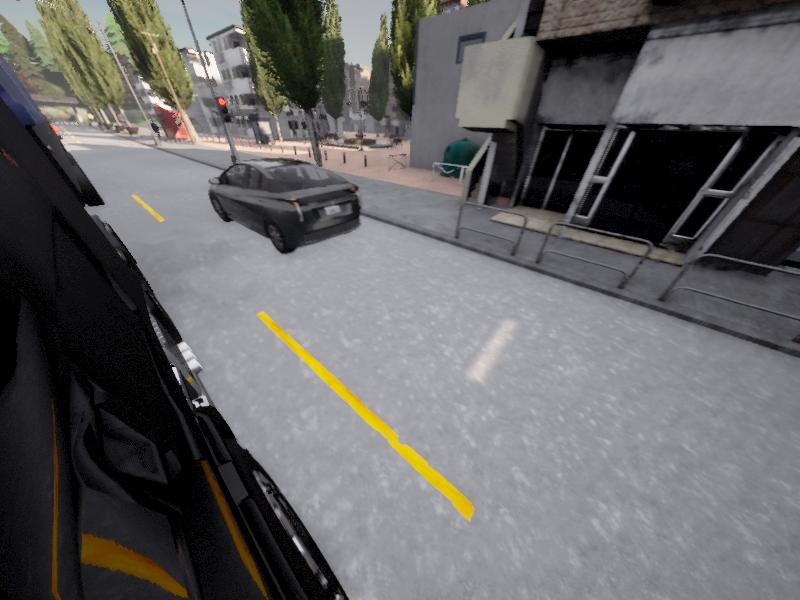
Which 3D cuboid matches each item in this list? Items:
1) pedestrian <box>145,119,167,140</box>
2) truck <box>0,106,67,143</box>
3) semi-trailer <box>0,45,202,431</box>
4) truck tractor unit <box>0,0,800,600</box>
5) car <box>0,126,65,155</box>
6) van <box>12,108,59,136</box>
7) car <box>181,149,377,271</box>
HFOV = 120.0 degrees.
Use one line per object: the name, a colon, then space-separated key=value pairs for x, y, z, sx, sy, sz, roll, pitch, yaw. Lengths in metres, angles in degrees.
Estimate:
pedestrian: x=-27.244 y=-19.016 z=25.824 sx=0.751 sy=1.860 sz=0.751 roll=22 pitch=41 yaw=24
truck: x=-35.775 y=-17.138 z=22.555 sx=5.204 sy=2.467 sz=2.627 roll=30 pitch=45 yaw=29
semi-trailer: x=-8.706 y=-3.577 z=4.254 sx=14.254 sy=4.402 sz=2.717 roll=28 pitch=44 yaw=30
truck tractor unit: x=-2.645 y=-0.295 z=0.351 sx=6.516 sy=4.208 sz=3.053 roll=28 pitch=44 yaw=30
car: x=-25.707 y=-11.208 z=16.125 sx=4.181 sy=1.385 sz=1.994 roll=32 pitch=46 yaw=33
van: x=-45.682 y=-22.378 z=29.035 sx=5.915 sy=2.561 sz=1.988 roll=29 pitch=44 yaw=29
car: x=-2.905 y=-2.488 z=5.503 sx=4.514 sy=1.525 sz=2.007 roll=28 pitch=44 yaw=30
